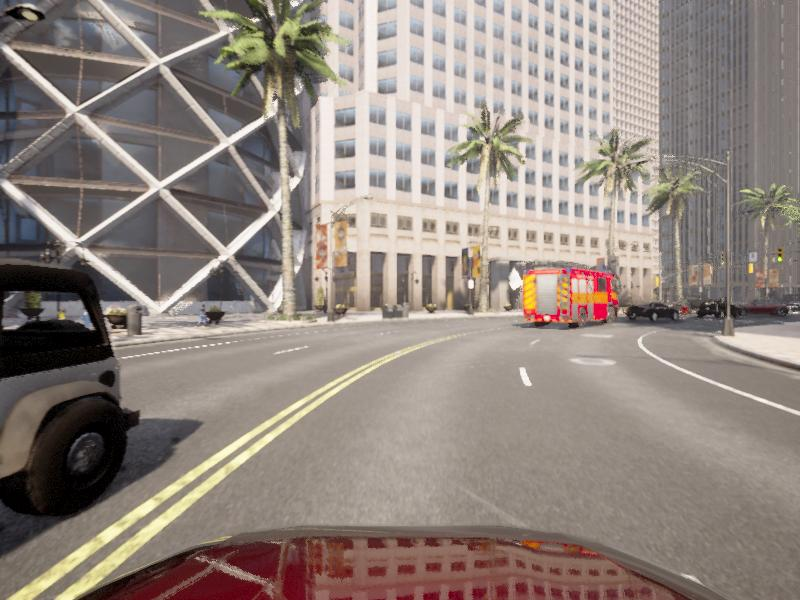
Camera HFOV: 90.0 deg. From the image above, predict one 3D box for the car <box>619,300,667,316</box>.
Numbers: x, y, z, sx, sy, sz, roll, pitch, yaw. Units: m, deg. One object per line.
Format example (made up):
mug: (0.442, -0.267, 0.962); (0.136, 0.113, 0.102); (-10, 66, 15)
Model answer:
car: (25.781, 0.827, 42.363); (5.366, 1.575, 1.801); (0, 0, -27)

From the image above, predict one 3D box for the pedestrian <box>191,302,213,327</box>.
pedestrian: (-10.621, 0.765, 21.438); (0.751, 1.300, 0.751); (0, 0, 21)

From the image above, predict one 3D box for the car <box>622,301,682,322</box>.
car: (19.682, 0.864, 31.168); (4.892, 1.490, 1.837); (0, 0, -29)

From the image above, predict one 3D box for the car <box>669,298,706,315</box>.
car: (33.069, 0.676, 46.079); (3.866, 1.878, 1.905); (0, 0, -27)

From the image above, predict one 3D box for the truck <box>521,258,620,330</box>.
truck: (11.051, -0.307, 25.354); (2.891, 3.827, 8.468); (0, 0, 44)

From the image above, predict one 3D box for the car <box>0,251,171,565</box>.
car: (-3.378, 0.645, 2.091); (1.905, 1.878, 3.866); (0, 0, 5)

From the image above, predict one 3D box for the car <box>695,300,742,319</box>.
car: (28.667, 0.815, 35.976); (3.988, 1.617, 1.851); (0, 0, -27)

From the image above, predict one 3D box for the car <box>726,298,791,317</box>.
car: (36.495, 0.727, 40.930); (4.553, 1.767, 2.097); (0, 0, 25)

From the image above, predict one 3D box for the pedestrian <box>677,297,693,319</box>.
pedestrian: (24.534, 0.661, 34.441); (0.751, 1.860, 0.751); (0, 0, -16)

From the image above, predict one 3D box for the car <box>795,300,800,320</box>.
car: (34.613, 0.809, 31.211); (5.027, 1.651, 2.152); (0, 0, 11)
